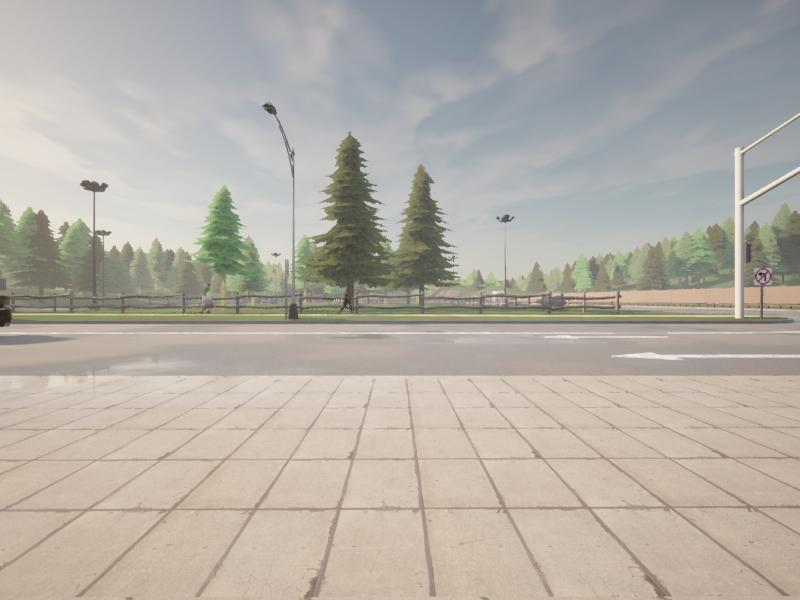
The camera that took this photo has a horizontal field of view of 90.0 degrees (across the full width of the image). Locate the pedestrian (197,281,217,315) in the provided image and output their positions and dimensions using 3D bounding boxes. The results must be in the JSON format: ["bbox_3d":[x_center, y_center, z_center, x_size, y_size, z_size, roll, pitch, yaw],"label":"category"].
[{"bbox_3d":[-10.911,-0.115,22.660,0.751,1.860,0.751,0,0,3],"label":"pedestrian"}]

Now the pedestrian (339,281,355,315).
[{"bbox_3d":[-2.907,-0.115,22.010,0.751,1.860,0.751,0,0,4],"label":"pedestrian"}]

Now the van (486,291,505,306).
[{"bbox_3d":[17.509,-0.299,73.408,1.988,2.561,5.915,0,0,-1],"label":"van"}]

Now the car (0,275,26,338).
[{"bbox_3d":[-13.033,0.171,10.176,5.238,1.638,1.930,0,0,0],"label":"car"}]
